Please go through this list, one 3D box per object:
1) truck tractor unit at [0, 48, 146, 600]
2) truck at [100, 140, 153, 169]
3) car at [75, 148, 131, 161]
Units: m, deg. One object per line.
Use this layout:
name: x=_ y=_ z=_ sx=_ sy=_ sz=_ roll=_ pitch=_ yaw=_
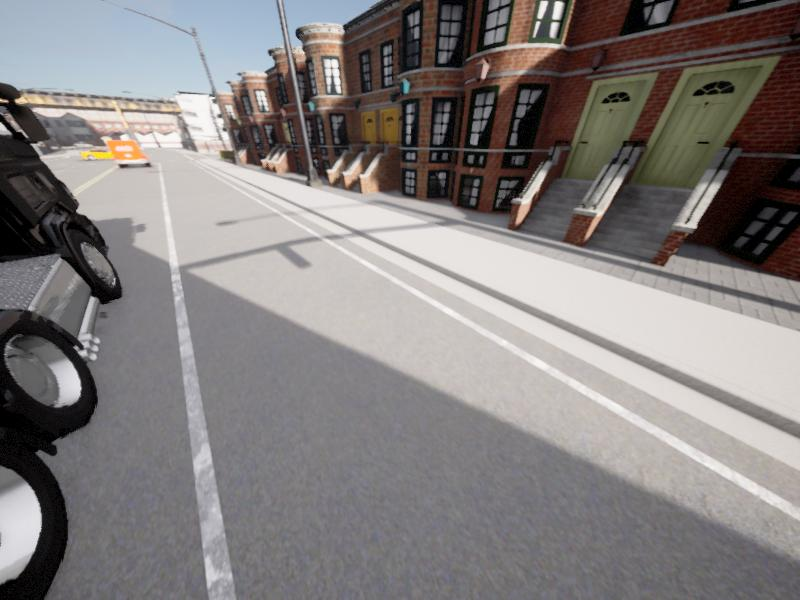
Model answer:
truck tractor unit: x=-4.714 y=-0.576 z=1.185 sx=3.053 sy=4.208 sz=6.516 roll=-26 pitch=43 yaw=-33
truck: x=-29.470 y=-15.944 z=25.191 sx=2.627 sy=2.467 sz=5.204 roll=-26 pitch=42 yaw=-33
car: x=-45.297 y=-22.339 z=35.412 sx=5.008 sy=1.535 sz=1.882 roll=-27 pitch=43 yaw=-34
